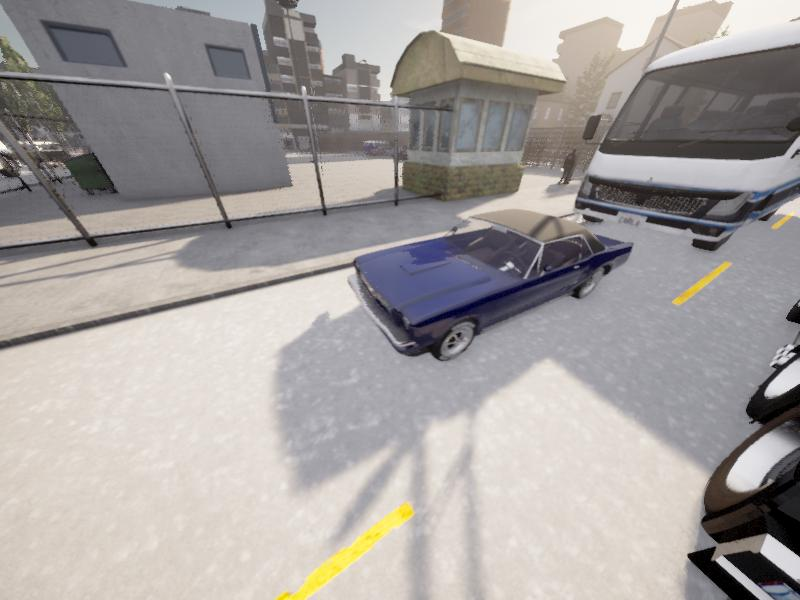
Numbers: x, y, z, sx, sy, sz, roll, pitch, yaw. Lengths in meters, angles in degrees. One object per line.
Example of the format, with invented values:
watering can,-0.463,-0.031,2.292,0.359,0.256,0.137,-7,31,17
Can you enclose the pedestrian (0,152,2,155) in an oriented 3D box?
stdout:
pedestrian,-57.911,-21.502,32.582,0.751,1.860,0.751,-12,37,-17

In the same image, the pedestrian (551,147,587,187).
pedestrian,9.414,-7.440,12.912,0.751,1.860,0.751,-12,37,-18

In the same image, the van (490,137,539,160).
van,16.294,-21.858,33.311,1.988,2.561,5.915,-19,39,-25

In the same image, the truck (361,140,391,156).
truck,-3.950,-25.415,38.584,4.478,2.038,2.069,-18,39,-24

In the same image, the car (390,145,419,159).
car,0.573,-20.986,32.694,3.633,1.501,1.845,-18,39,-24

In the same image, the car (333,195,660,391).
car,1.602,-0.636,3.792,4.718,1.301,1.895,-17,38,-23

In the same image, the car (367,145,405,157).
car,-2.119,-23.145,35.882,5.357,1.415,2.033,-18,39,-24

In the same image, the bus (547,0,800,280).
bus,10.262,-4.597,6.953,10.273,4.253,3.944,-18,39,-23

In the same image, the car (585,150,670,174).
car,20.366,-12.663,21.032,2.128,1.511,4.902,-17,38,-23

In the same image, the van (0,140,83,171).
van,-31.776,-13.046,20.706,2.069,2.038,4.480,-19,39,-25

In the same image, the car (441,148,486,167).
car,6.461,-14.606,23.579,4.193,1.474,1.816,-18,39,-24

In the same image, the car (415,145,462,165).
car,4.241,-16.031,25.489,4.611,1.667,2.242,-18,39,-24

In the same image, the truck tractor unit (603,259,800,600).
truck tractor unit,5.099,-0.313,0.791,6.516,4.208,3.053,-19,39,-24

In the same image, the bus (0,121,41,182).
bus,-26.089,-8.107,11.725,3.944,4.253,10.273,-18,39,-25

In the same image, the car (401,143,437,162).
car,2.321,-18.321,28.580,3.866,1.878,1.905,-18,39,-24

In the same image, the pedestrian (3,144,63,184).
pedestrian,-20.485,-7.640,12.962,0.751,1.860,0.751,-14,37,-19

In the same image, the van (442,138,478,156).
van,10.571,-27.517,41.495,2.351,2.431,6.366,-19,39,-25

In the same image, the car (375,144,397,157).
car,-2.144,-23.046,35.614,1.789,1.547,3.705,-18,39,-24

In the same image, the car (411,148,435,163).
car,2.649,-16.832,26.809,2.207,1.379,1.481,-18,39,-24
